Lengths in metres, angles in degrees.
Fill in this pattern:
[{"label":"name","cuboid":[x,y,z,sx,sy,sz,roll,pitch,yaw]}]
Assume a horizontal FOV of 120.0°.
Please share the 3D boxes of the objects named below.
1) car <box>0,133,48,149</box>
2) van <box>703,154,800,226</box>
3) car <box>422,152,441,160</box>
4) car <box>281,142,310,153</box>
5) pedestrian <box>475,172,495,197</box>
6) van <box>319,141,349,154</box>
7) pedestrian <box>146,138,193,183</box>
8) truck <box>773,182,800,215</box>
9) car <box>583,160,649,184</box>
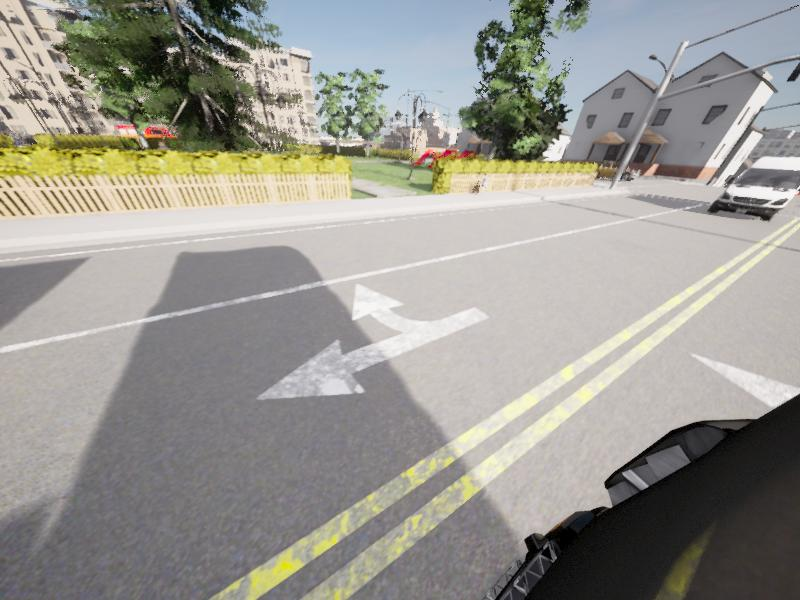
[{"label":"car","cuboid":[-48.880,-20.683,29.986,1.789,1.549,3.705,-15,38,-25]},{"label":"van","cuboid":[18.097,-5.561,11.424,5.915,2.561,1.988,-17,39,-28]},{"label":"car","cuboid":[7.408,-34.112,54.607,1.812,1.442,4.674,-15,38,-25]},{"label":"car","cuboid":[-24.155,-35.468,53.700,5.566,2.045,2.150,-15,37,-24]},{"label":"pedestrian","cuboid":[4.444,-6.056,12.116,0.500,1.100,0.500,-14,37,-24]},{"label":"van","cuboid":[-16.306,-37.691,57.298,6.366,2.431,2.351,-15,37,-25]},{"label":"pedestrian","cuboid":[-11.522,-6.991,11.625,0.751,1.860,0.751,4,34,2]},{"label":"truck","cuboid":[47.947,-11.994,27.550,5.204,2.467,2.627,-3,31,-33]},{"label":"car","cuboid":[23.447,-14.139,25.350,1.932,1.855,4.605,-18,39,-29]}]
